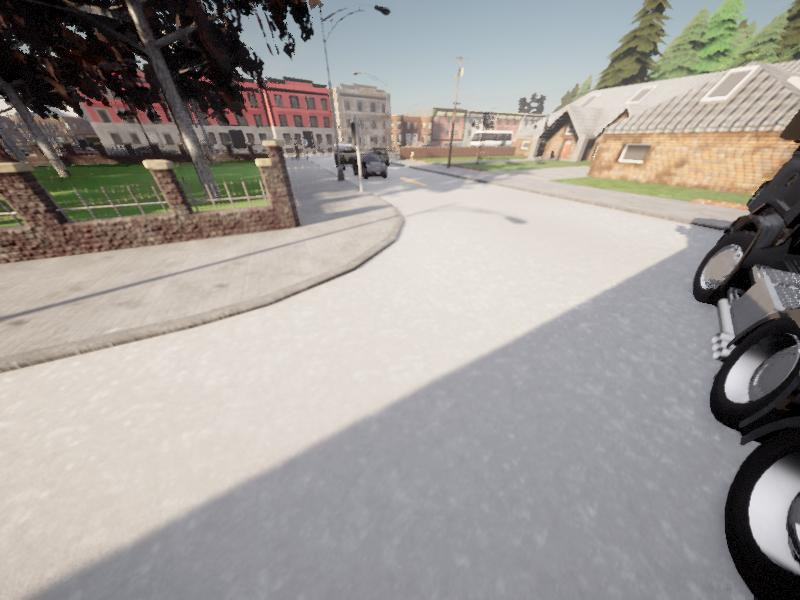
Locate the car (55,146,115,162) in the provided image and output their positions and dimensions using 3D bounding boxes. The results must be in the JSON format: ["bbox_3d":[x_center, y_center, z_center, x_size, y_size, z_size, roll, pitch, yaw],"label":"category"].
[{"bbox_3d":[-38.713,-18.059,28.523,3.705,1.549,1.789,-15,37,-20],"label":"car"}]

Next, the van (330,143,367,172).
[{"bbox_3d":[-4.814,-13.251,21.359,2.069,2.038,4.480,-14,37,-20],"label":"van"}]

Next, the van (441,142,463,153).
[{"bbox_3d":[11.549,-33.814,51.230,4.442,1.987,1.775,-14,37,-20],"label":"van"}]

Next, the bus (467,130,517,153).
[{"bbox_3d":[21.596,-37.265,54.287,10.273,4.253,3.944,-14,37,-20],"label":"bus"}]

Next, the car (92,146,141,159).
[{"bbox_3d":[-39.112,-20.448,31.996,3.633,1.501,1.845,-14,37,-20],"label":"car"}]

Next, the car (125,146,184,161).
[{"bbox_3d":[-32.601,-19.622,30.873,4.892,1.490,1.837,-15,38,-21],"label":"car"}]

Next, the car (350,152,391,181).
[{"bbox_3d":[-2.218,-9.824,16.872,1.845,1.501,3.633,-15,37,-20],"label":"car"}]

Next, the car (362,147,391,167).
[{"bbox_3d":[-2.654,-15.831,25.483,1.851,1.617,3.988,-15,37,-20],"label":"car"}]

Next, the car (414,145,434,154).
[{"bbox_3d":[5.140,-31.958,48.908,3.633,1.501,1.845,-15,37,-20],"label":"car"}]

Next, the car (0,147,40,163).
[{"bbox_3d":[-45.241,-16.350,26.037,4.514,1.525,2.007,-15,37,-20],"label":"car"}]

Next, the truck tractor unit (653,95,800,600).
[{"bbox_3d":[4.799,-0.532,1.118,3.053,4.208,6.516,30,45,35],"label":"truck tractor unit"}]
